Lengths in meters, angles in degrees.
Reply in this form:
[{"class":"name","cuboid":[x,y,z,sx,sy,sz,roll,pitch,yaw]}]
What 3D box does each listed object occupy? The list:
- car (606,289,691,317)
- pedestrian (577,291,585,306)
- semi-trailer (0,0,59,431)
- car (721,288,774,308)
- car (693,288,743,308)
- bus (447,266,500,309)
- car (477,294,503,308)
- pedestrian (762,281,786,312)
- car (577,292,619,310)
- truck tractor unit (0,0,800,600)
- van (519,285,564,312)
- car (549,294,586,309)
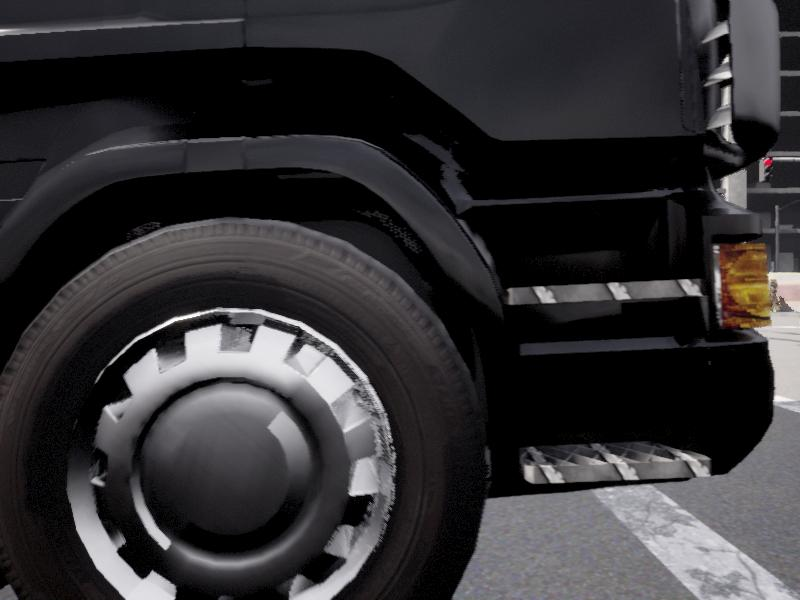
[{"class":"car","cuboid":[14.784,0.163,24.231,2.128,1.511,4.902,0,0,0]},{"class":"pedestrian","cuboid":[23.887,-0.195,52.877,0.751,1.860,0.751,0,0,0]},{"class":"semi-trailer","cuboid":[-10.160,-1.204,2.168,14.254,4.402,2.717,0,0,0]},{"class":"car","cuboid":[34.264,-0.182,39.566,1.905,1.878,3.866,0,0,0]},{"class":"car","cuboid":[31.323,-0.178,39.566,1.905,1.878,3.866,0,0,0]},{"class":"bus","cuboid":[7.832,-1.196,44.285,3.944,4.253,10.273,0,0,0]},{"class":"car","cuboid":[11.182,0.113,50.105,2.152,1.651,5.027,0,0,0]},{"class":"pedestrian","cuboid":[22.966,-0.196,24.592,0.751,1.860,0.751,0,0,-5]},{"class":"car","cuboid":[18.257,0.113,37.110,1.851,1.617,3.988,0,0,0]},{"class":"truck tractor unit","cuboid":[-2.247,-1.117,2.180,6.516,4.208,3.053,0,0,1]},{"class":"van","cuboid":[11.283,-0.097,32.228,2.069,2.038,4.480,0,0,0]},{"class":"car","cuboid":[18.213,0.148,43.702,1.882,1.535,5.008,0,0,0]}]
